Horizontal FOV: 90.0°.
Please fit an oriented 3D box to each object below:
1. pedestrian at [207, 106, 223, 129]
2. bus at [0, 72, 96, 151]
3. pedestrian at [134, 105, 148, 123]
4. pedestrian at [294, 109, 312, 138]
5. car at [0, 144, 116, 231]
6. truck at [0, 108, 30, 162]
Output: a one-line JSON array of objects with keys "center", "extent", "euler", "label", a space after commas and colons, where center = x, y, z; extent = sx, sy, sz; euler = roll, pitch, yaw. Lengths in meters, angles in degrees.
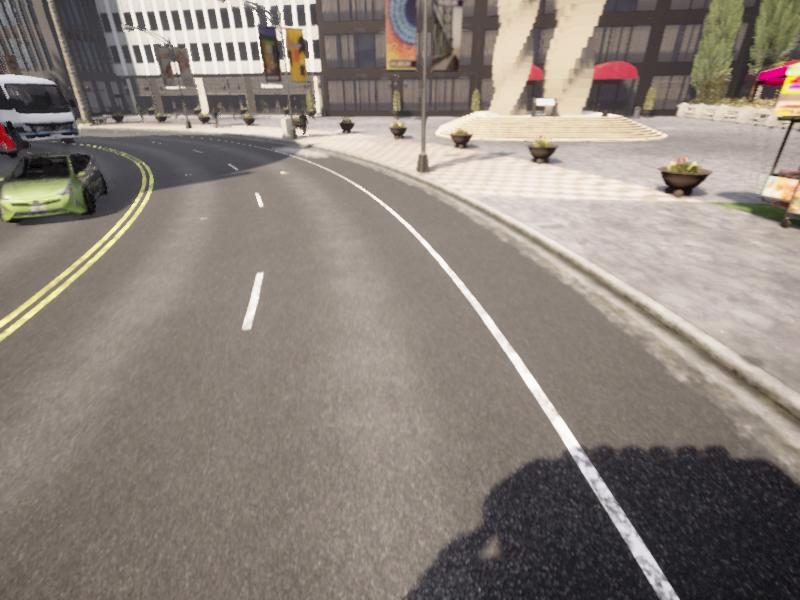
[{"center": [-16.935, -16.711, 36.667], "extent": [0.751, 1.860, 0.751], "euler": [22, 35, 37], "label": "pedestrian"}, {"center": [-26.836, -12.991, 27.496], "extent": [10.273, 4.253, 3.944], "euler": [12, 29, 22], "label": "bus"}, {"center": [-29.119, -20.904, 44.987], "extent": [0.751, 1.860, 0.751], "euler": [-25, 36, -38], "label": "pedestrian"}, {"center": [-6.904, -12.614, 28.576], "extent": [0.751, 1.860, 0.751], "euler": [-21, 34, -33], "label": "pedestrian"}, {"center": [-10.203, -3.535, 11.907], "extent": [2.007, 1.525, 4.514], "euler": [-13, 30, -22], "label": "car"}, {"center": [-22.879, -8.974, 21.613], "extent": [5.204, 2.467, 2.627], "euler": [19, 33, 34], "label": "truck"}]
